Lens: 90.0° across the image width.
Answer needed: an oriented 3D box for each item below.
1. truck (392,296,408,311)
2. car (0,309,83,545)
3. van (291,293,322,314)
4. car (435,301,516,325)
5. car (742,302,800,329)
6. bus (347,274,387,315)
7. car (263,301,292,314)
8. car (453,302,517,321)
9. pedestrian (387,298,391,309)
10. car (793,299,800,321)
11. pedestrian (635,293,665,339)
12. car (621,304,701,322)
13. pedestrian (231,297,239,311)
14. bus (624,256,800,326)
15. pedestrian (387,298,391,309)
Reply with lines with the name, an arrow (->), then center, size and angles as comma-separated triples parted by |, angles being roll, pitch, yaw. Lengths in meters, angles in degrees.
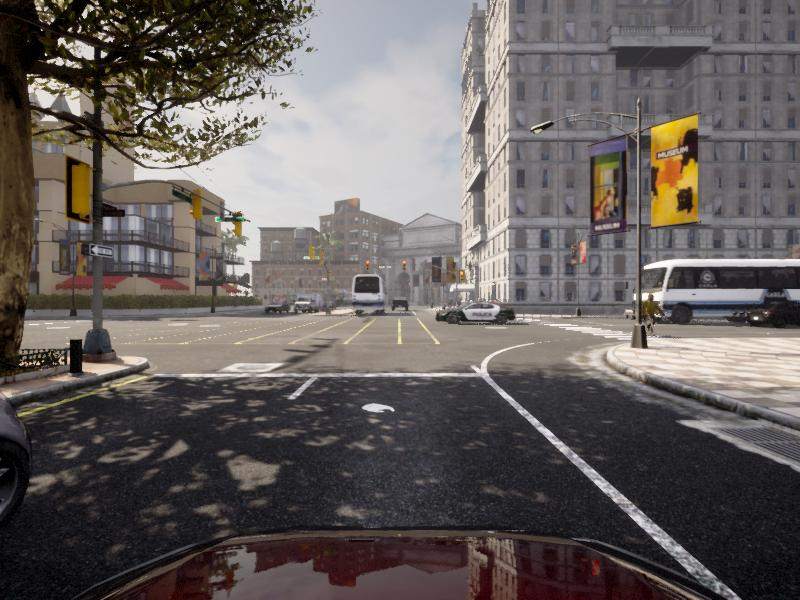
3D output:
truck -> 0.000, 0.534, 59.649 | 2.390, 2.098, 6.274 | 0, 0, 0
car -> -3.492, 0.826, 1.425 | 1.845, 1.501, 3.633 | 0, 0, 0
van -> -11.502, 0.371, 49.802 | 2.351, 2.431, 6.366 | 0, 0, 0
car -> 4.888, 0.823, 26.417 | 4.974, 1.542, 2.038 | 0, 0, 0
car -> 22.546, 0.851, 23.029 | 4.193, 1.474, 1.816 | 0, 0, 0
bus -> -3.622, -0.544, 47.437 | 3.944, 4.253, 10.273 | 0, 0, 0
car -> -15.001, 0.888, 49.342 | 2.033, 1.411, 5.357 | 0, 0, 0
car -> 6.662, 0.865, 31.433 | 4.674, 1.442, 1.812 | 0, 0, 22
pedestrian -> -1.985, 0.627, 70.736 | 0.751, 1.860, 0.751 | 0, 0, -4
car -> 32.888, 0.753, 30.031 | 4.611, 1.667, 2.242 | 0, 0, 0
pedestrian -> 10.388, 0.635, 16.636 | 0.751, 1.860, 0.751 | 0, 0, -4
car -> 19.481, 0.939, 30.001 | 4.718, 1.301, 1.895 | 0, 0, 0
pedestrian -> -22.236, 0.477, 53.926 | 0.751, 1.860, 0.751 | 0, 0, -1
bus -> 21.010, -0.538, 26.389 | 10.273, 4.253, 3.944 | 0, 0, 0
pedestrian -> -1.907, 0.627, 69.803 | 0.751, 1.860, 0.751 | 0, 0, -8
